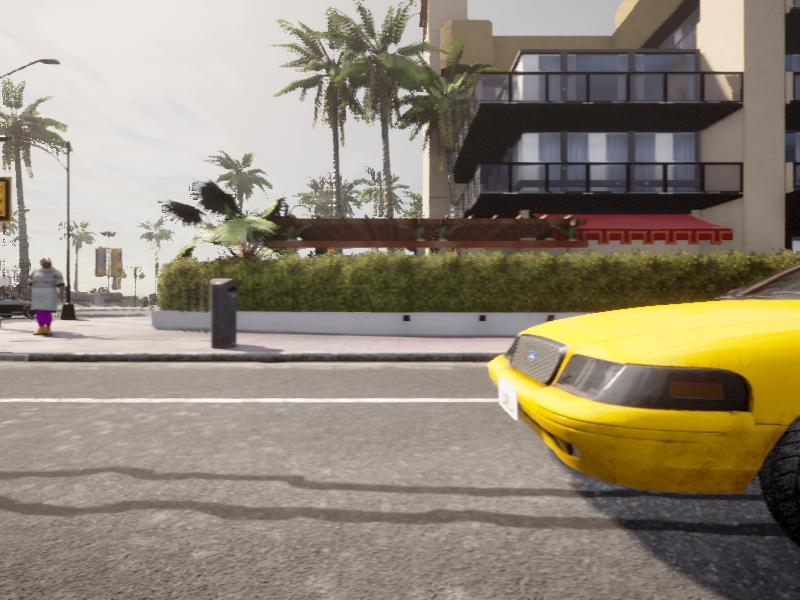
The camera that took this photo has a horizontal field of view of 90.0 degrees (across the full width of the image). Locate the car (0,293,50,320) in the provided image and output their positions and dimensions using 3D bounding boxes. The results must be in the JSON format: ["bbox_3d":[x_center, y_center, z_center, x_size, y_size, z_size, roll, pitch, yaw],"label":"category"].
[{"bbox_3d":[-21.228,0.315,20.825,1.994,1.385,4.181,0,0,11],"label":"car"}]

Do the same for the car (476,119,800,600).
[{"bbox_3d":[3.273,0.201,2.202,5.366,1.575,1.801,0,0,0],"label":"car"}]

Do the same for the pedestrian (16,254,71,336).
[{"bbox_3d":[-8.548,-0.111,9.618,0.751,1.860,0.751,0,0,-18],"label":"pedestrian"}]
